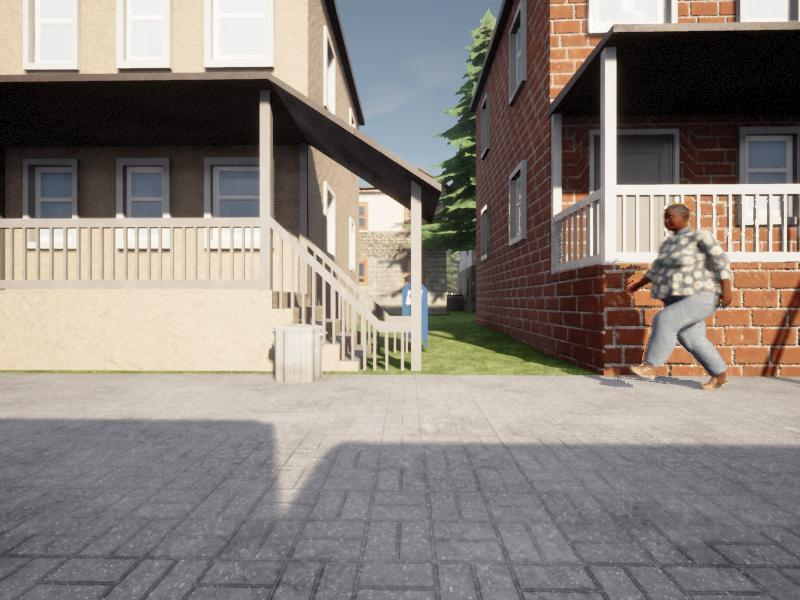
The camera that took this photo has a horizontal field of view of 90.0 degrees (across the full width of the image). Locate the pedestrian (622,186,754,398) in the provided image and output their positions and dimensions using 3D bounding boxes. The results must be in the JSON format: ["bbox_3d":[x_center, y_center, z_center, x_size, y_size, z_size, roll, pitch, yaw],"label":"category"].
[{"bbox_3d":[2.733,-0.067,3.884,0.751,1.860,0.751,0,0,1],"label":"pedestrian"}]

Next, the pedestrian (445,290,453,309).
[{"bbox_3d":[4.789,-0.067,39.267,0.751,1.860,0.751,0,0,0],"label":"pedestrian"}]
